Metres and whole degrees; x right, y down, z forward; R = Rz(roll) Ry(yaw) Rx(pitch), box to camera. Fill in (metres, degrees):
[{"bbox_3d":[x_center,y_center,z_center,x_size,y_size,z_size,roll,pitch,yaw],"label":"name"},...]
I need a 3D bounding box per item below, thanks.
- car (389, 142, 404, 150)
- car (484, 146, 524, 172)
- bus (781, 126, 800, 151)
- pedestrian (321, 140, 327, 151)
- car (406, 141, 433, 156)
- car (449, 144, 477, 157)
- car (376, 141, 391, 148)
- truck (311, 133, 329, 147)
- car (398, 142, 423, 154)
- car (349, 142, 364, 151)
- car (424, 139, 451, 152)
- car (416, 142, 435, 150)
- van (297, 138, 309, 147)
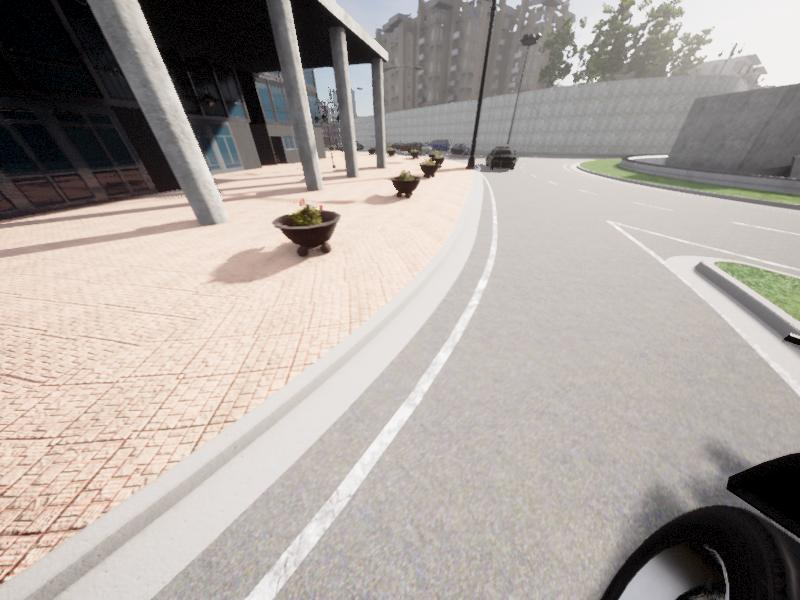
[{"bbox_3d":[-0.934,-38.588,57.765,1.851,1.617,3.988,-21,40,-27],"label":"car"},{"bbox_3d":[8.844,-12.421,20.165,1.930,1.638,5.238,6,36,8],"label":"car"},{"bbox_3d":[74.784,-29.802,41.916,10.273,4.253,3.944,-22,40,-27],"label":"bus"},{"bbox_3d":[-16.344,-33.153,49.600,0.751,1.860,0.751,-4,35,-5],"label":"pedestrian"},{"bbox_3d":[3.068,-24.176,36.821,1.932,1.855,4.605,-19,39,-24],"label":"car"},{"bbox_3d":[9.174,-21.823,33.696,1.845,1.501,3.633,-17,38,-22],"label":"car"},{"bbox_3d":[-4.892,-45.627,67.862,1.882,1.535,5.008,-21,40,-27],"label":"car"},{"bbox_3d":[-27.664,-55.244,79.859,2.891,3.827,8.468,-21,40,-27],"label":"truck"},{"bbox_3d":[1.864,-28.946,43.874,2.152,1.651,5.027,-21,40,-27],"label":"car"},{"bbox_3d":[-10.111,-35.577,53.565,1.851,1.617,3.988,-21,40,-27],"label":"car"},{"bbox_3d":[7.538,-31.580,47.207,2.150,2.045,5.566,-22,41,-27],"label":"car"},{"bbox_3d":[5.933,-36.302,54.444,1.837,1.490,4.892,-21,40,-27],"label":"car"},{"bbox_3d":[-35.625,-57.952,84.908,1.988,2.561,5.915,-21,40,-27],"label":"van"}]
